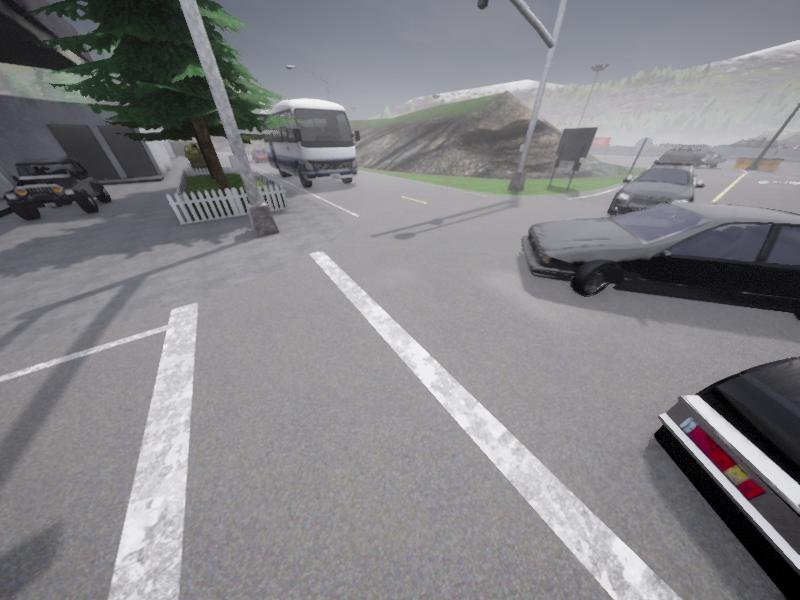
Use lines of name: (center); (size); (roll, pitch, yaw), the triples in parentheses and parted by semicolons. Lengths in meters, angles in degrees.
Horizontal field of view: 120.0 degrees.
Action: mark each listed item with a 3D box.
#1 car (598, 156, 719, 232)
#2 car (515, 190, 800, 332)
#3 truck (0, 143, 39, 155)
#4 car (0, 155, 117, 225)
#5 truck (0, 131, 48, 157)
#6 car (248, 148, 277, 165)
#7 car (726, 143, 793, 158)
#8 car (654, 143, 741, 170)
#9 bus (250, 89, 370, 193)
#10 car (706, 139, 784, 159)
car: (9.540, -4.150, 8.513); (4.974, 1.542, 2.038); (-30, 44, -33)
car: (5.157, -0.838, 3.996); (5.357, 1.411, 2.033); (10, 36, 15)
truck: (-82.627, -32.873, 50.189); (2.390, 2.098, 6.274); (-23, 41, -29)
car: (-13.981, -4.675, 9.439); (1.905, 1.878, 3.866); (-23, 41, -29)
truck: (-71.536, -28.416, 42.207); (8.468, 3.827, 2.891); (4, 36, 6)
car: (-17.086, -17.831, 28.561); (2.007, 1.525, 4.514); (-23, 41, -28)
car: (50.652, -21.252, 32.702); (2.033, 1.649, 4.856); (-23, 40, -29)
car: (27.471, -13.526, 21.678); (1.932, 1.855, 4.605); (3, 35, 0)
bus: (-6.471, -10.643, 15.813); (3.944, 4.253, 10.273); (-23, 41, -28)
car: (47.075, -20.818, 31.753); (2.150, 2.045, 5.566); (-23, 41, -29)
